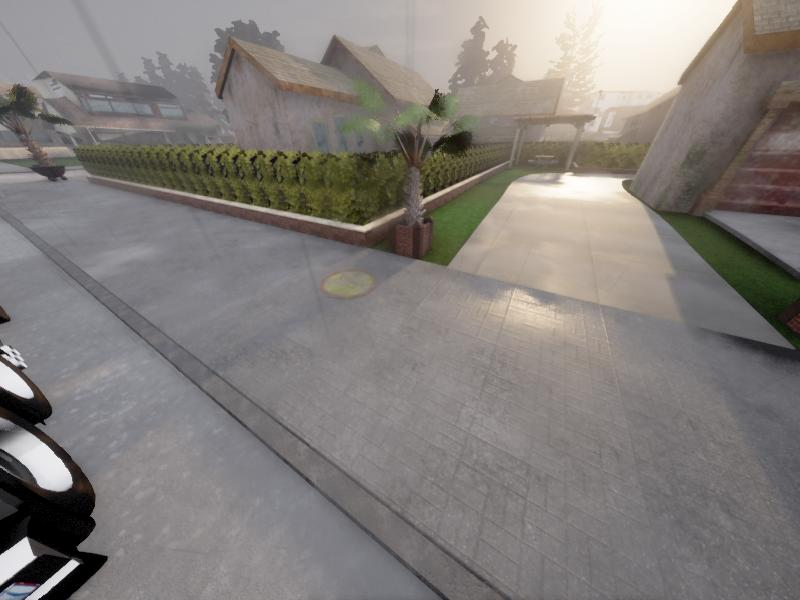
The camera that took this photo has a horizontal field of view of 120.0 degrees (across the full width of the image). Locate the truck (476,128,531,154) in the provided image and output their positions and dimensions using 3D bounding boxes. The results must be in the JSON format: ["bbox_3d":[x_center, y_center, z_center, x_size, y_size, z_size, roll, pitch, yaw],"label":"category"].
[{"bbox_3d":[19.340,-30.147,43.771,8.468,3.827,2.891,18,39,24],"label":"truck"}]

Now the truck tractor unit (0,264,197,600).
[{"bbox_3d":[-5.111,-0.301,0.780,6.516,4.208,3.053,18,39,24],"label":"truck tractor unit"}]
